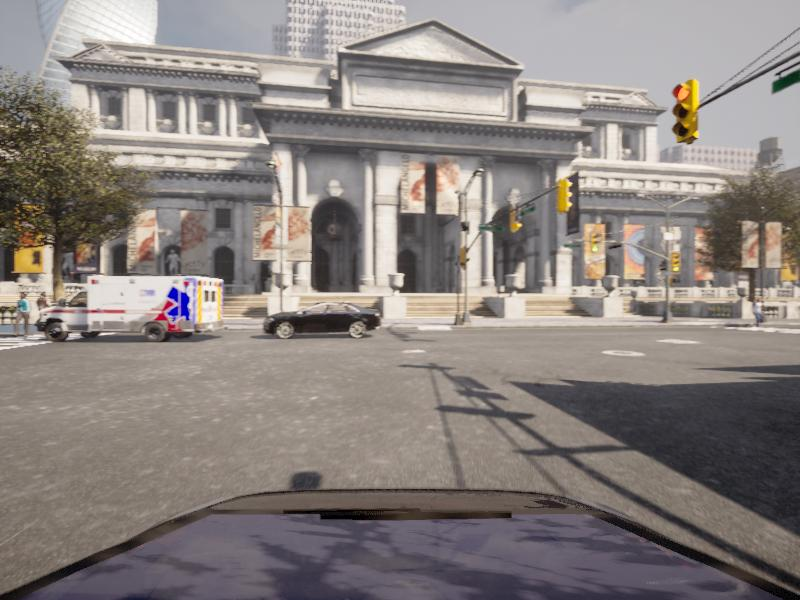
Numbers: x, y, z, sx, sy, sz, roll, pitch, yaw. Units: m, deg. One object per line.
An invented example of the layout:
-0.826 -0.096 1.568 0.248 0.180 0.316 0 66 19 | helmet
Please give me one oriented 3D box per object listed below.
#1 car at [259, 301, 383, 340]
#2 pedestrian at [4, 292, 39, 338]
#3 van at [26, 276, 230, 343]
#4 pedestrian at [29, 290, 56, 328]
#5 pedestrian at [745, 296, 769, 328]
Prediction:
-3.254 0.824 17.045 4.902 1.511 2.128 0 0 -8 | car
-15.495 0.601 16.415 0.751 1.860 0.751 0 0 -10 | pedestrian
-10.368 0.352 15.690 6.366 2.431 2.351 0 0 0 | van
-18.208 0.442 20.373 0.751 1.860 0.751 0 0 -9 | pedestrian
20.957 0.673 23.486 0.751 1.860 0.751 0 0 0 | pedestrian
